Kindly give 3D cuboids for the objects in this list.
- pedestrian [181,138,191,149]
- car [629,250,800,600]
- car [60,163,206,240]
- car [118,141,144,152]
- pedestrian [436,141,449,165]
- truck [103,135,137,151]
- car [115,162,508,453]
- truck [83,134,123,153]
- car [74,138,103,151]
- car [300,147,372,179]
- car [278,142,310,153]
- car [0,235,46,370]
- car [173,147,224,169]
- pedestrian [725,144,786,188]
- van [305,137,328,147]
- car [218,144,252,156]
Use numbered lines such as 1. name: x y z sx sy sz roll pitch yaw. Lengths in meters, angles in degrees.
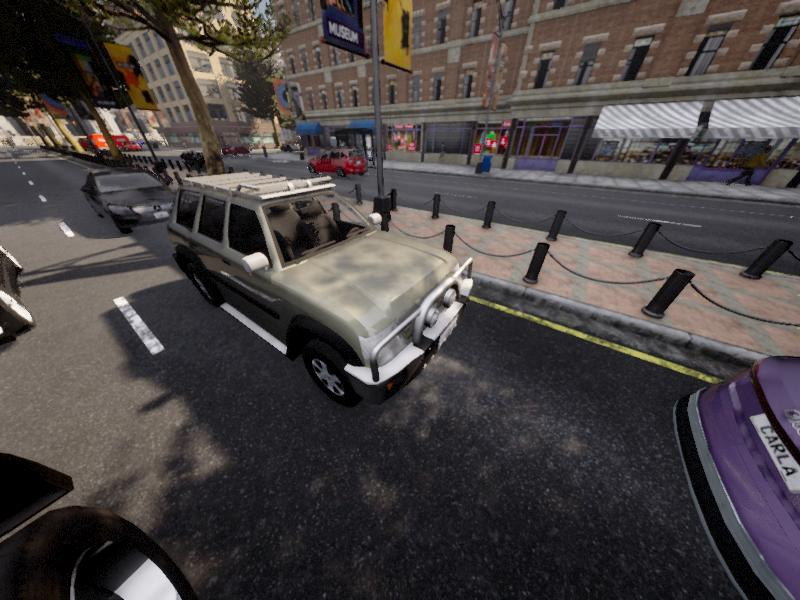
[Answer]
1. pedestrian: -46.422 -33.946 50.059 0.751 1.860 0.751 27 43 33
2. car: 3.916 1.614 0.242 4.856 1.649 2.033 22 41 28
3. car: -8.628 -3.382 7.442 4.674 1.442 1.812 22 41 28
4. car: -48.608 -27.746 41.751 3.988 1.617 1.851 22 40 28
5. pedestrian: 3.912 -13.670 21.482 0.751 1.860 0.751 22 41 28
6. truck: -54.160 -30.329 44.646 5.204 2.467 2.627 22 41 28
7. car: -1.396 -0.642 3.206 4.605 1.855 1.932 22 41 28
8. truck: -49.547 -26.033 38.509 5.204 2.467 2.627 20 40 29
9. car: -60.716 -30.342 44.996 5.566 2.045 2.150 23 41 29
10. car: -4.557 -9.909 16.555 4.611 1.667 2.242 22 41 28
11. car: -19.726 -28.594 43.183 2.038 1.542 4.974 21 40 26
12. car: -7.058 -0.321 3.052 4.892 1.490 1.837 22 41 28
13. car: -18.284 -12.937 20.958 3.806 1.475 1.970 22 41 28
14. pedestrian: 18.111 -6.843 11.845 0.751 1.860 0.751 23 41 29
15. van: -23.564 -44.573 65.119 6.366 2.431 2.351 22 41 28
16. car: -24.935 -22.864 35.142 1.994 1.385 4.181 3 35 4
